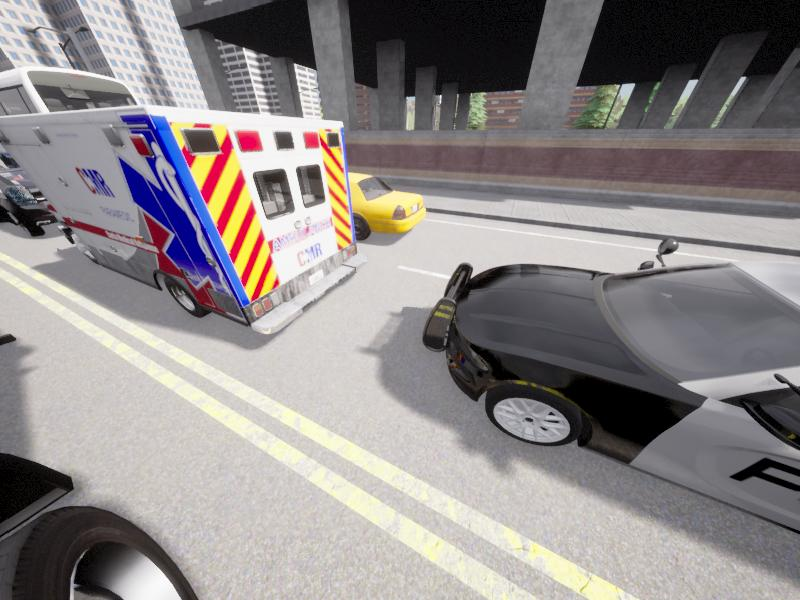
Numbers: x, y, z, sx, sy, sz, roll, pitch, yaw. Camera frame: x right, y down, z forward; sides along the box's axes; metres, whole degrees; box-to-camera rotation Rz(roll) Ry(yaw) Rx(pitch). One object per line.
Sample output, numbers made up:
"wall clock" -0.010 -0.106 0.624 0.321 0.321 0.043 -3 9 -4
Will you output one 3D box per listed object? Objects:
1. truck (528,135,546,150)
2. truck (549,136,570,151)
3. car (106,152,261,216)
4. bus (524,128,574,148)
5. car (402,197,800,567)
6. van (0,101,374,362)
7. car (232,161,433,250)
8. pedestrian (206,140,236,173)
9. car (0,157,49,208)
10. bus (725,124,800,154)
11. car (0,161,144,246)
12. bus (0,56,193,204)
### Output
"truck" 29.483 -34.040 49.943 2.615 2.467 5.204 15 38 20
"truck" 33.393 -32.981 48.467 2.615 2.467 5.204 15 38 20
"car" -8.372 -4.747 9.134 4.611 1.667 2.242 15 38 20
"bus" 40.037 -43.805 62.579 10.273 4.253 3.944 15 38 20
"car" 2.810 0.498 1.797 5.238 1.638 1.930 15 38 20
"van" -3.896 -1.630 4.088 6.366 2.431 2.351 15 38 20
"car" -1.944 -2.979 6.748 5.366 1.575 1.801 15 38 20
"pedestrian" -12.406 -9.975 16.048 0.751 1.860 0.751 11 37 15
"car" -16.637 -4.703 9.117 3.705 1.549 1.789 15 38 20
"bus" 70.067 -31.080 44.641 3.944 4.253 10.273 18 39 23
"car" -10.802 -3.113 6.940 4.902 1.511 2.128 15 38 20
"bus" -16.466 -7.906 11.319 10.273 4.253 3.944 15 38 20
